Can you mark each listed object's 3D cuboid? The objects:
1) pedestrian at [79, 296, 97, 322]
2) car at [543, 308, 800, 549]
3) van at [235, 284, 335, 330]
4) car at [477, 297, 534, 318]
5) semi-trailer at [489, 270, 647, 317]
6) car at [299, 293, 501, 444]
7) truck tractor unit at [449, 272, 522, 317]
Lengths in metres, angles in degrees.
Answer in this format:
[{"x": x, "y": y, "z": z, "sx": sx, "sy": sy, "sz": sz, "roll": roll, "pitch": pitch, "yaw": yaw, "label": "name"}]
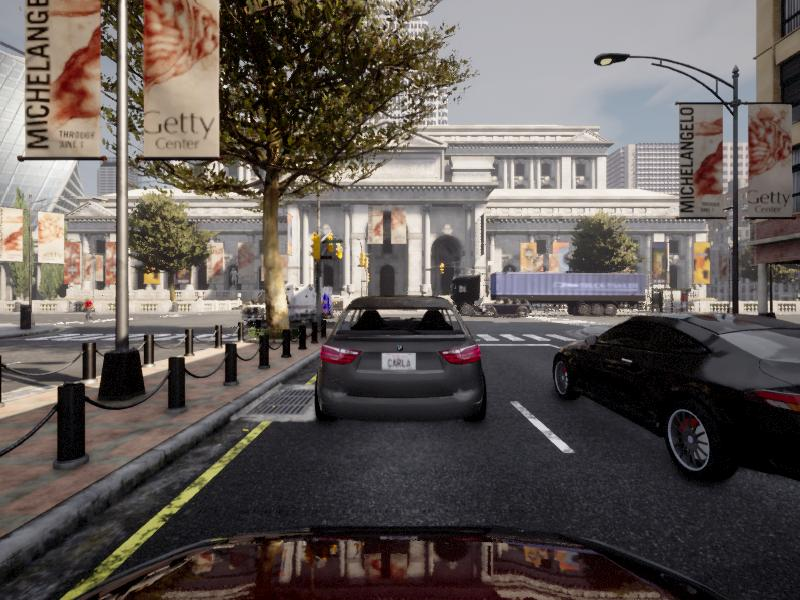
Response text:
[{"x": -22.528, "y": 0.637, "z": 28.870, "sx": 0.751, "sy": 1.860, "sz": 0.751, "roll": 0, "pitch": 0, "yaw": -2, "label": "pedestrian"}, {"x": 3.472, "y": 0.870, "z": 4.859, "sx": 1.812, "sy": 1.442, "sz": 4.674, "roll": 0, "pitch": 0, "yaw": 0, "label": "car"}, {"x": -6.815, "y": 0.378, "z": 24.801, "sx": 2.351, "sy": 2.431, "sz": 6.366, "roll": -1, "pitch": 0, "yaw": 25, "label": "van"}, {"x": 9.354, "y": 0.653, "z": 35.721, "sx": 4.605, "sy": 1.855, "sz": 1.932, "roll": 0, "pitch": 0, "yaw": 0, "label": "car"}, {"x": 16.174, "y": -0.618, "z": 39.183, "sx": 14.254, "sy": 4.402, "sz": 2.717, "roll": 0, "pitch": 0, "yaw": 0, "label": "semi-trailer"}, {"x": 0.019, "y": 0.756, "z": 6.742, "sx": 2.242, "sy": 1.667, "sz": 4.611, "roll": 0, "pitch": 0, "yaw": 0, "label": "car"}, {"x": 8.260, "y": -0.523, "z": 39.223, "sx": 6.516, "sy": 4.208, "sz": 3.053, "roll": 0, "pitch": 0, "yaw": 0, "label": "truck tractor unit"}]
